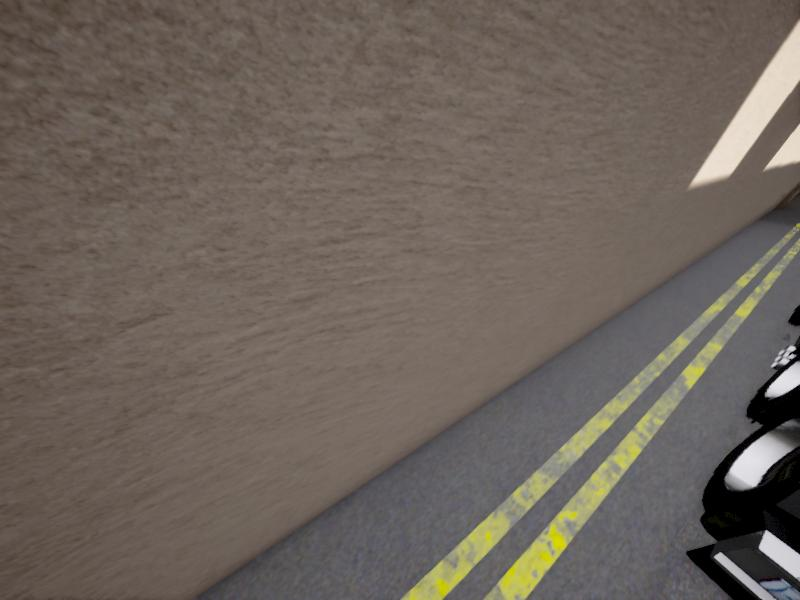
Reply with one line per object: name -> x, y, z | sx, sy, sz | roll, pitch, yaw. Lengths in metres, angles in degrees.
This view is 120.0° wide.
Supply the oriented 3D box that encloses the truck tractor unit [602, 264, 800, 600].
truck tractor unit -> 5.113, -0.297, 0.790 | 6.516, 4.208, 3.053 | -18, 39, -24
